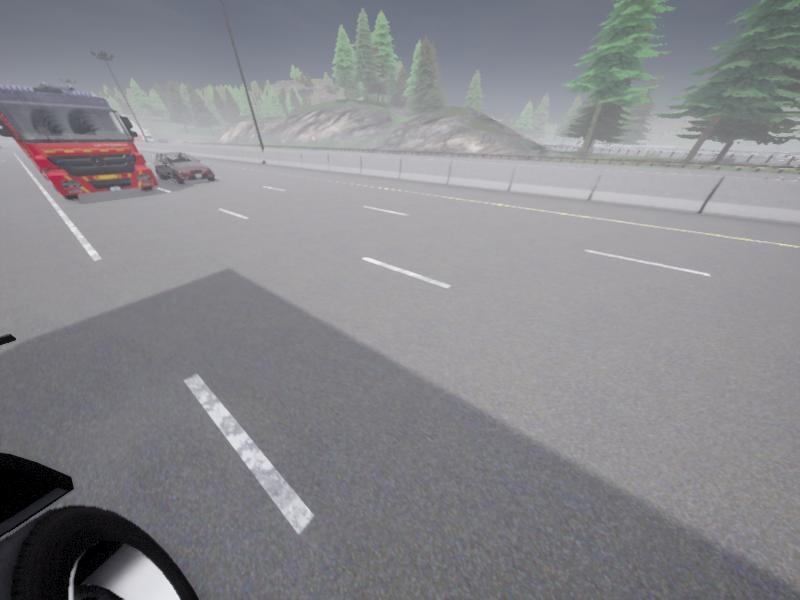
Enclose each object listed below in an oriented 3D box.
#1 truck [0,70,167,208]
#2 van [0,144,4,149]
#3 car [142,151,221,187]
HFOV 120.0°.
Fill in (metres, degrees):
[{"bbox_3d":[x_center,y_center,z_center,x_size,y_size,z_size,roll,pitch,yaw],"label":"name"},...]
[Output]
[{"bbox_3d":[-15.023,-7.145,10.561,8.468,3.827,2.891,23,41,28],"label":"truck"},{"bbox_3d":[-75.456,-29.141,42.262,5.915,2.561,1.988,22,41,28],"label":"van"},{"bbox_3d":[-12.633,-7.679,13.372,4.193,1.474,1.816,22,41,28],"label":"car"}]
